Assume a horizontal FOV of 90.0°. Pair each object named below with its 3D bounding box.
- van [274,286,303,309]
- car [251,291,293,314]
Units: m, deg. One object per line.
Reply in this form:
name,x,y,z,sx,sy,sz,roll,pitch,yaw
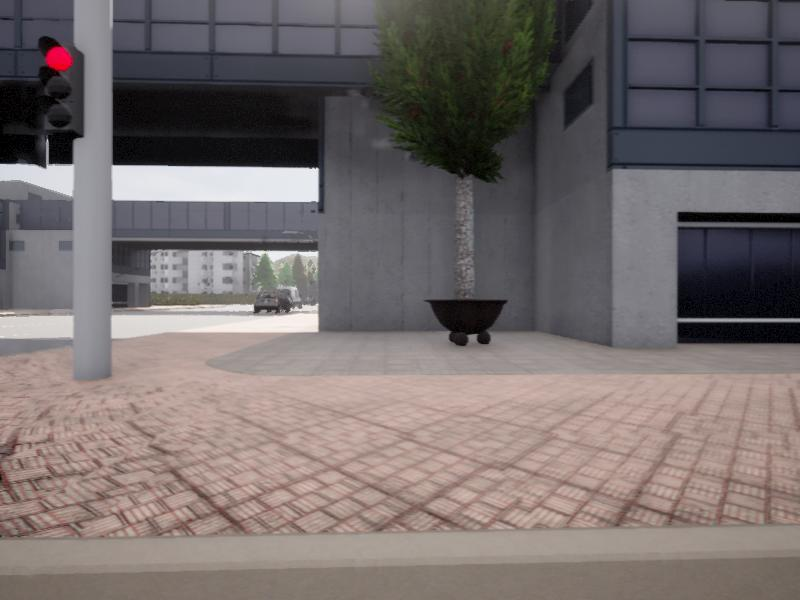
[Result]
van,-13.239,-0.311,47.901,1.988,2.561,5.915,0,0,-2
car,-9.226,0.165,29.211,1.851,1.617,3.988,0,0,-2
